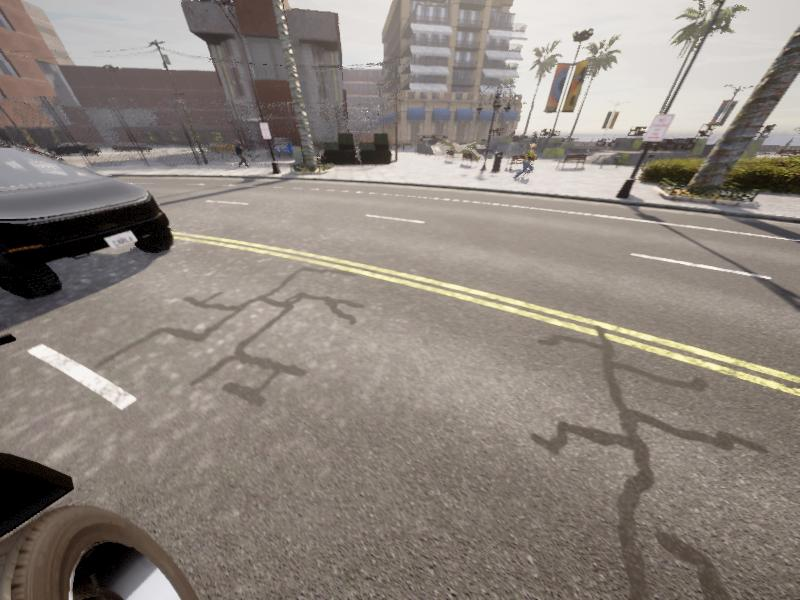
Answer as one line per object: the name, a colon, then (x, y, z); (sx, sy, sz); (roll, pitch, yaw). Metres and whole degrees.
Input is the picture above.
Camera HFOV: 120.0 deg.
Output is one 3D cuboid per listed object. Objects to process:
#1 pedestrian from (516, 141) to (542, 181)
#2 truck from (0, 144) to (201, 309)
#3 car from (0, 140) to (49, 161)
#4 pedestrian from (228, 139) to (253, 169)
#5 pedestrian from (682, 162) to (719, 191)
pedestrian: (7.139, -7.726, 12.854); (0.751, 1.860, 0.751); (14, 38, 19)
truck: (-8.128, -1.758, 4.532); (6.274, 2.098, 2.390); (7, 36, 10)
car: (-41.044, -15.479, 23.902); (4.553, 1.767, 2.185); (-6, 36, -9)
pedestrian: (-11.958, -10.958, 17.379); (0.751, 1.860, 0.751); (1, 35, 2)
pedestrian: (13.763, -5.670, 10.623); (0.500, 1.100, 0.500); (21, 40, 27)
